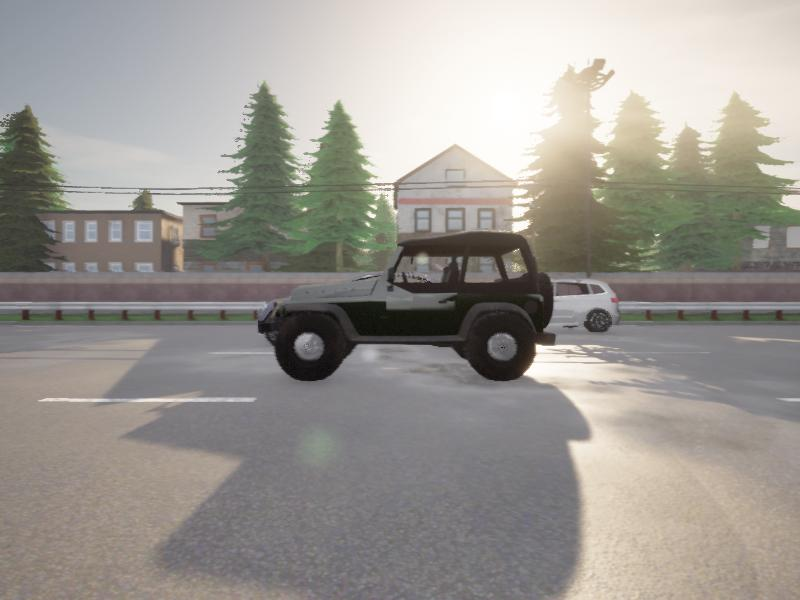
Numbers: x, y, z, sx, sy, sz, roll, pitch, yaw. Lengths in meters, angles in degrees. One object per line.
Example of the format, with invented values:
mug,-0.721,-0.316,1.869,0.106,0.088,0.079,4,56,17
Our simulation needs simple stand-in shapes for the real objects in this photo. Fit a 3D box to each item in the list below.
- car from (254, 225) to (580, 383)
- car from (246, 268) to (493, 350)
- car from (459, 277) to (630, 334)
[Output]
car,0.201,0.046,5.701,3.866,1.878,1.905,0,0,0
car,-0.619,0.181,9.199,5.027,1.651,2.152,0,0,0
car,4.348,0.156,12.701,4.611,1.667,2.242,0,0,0
